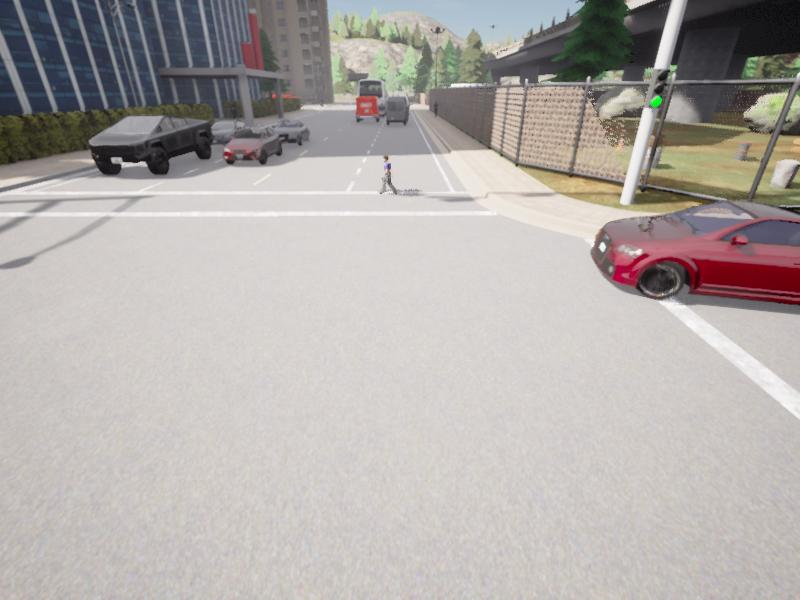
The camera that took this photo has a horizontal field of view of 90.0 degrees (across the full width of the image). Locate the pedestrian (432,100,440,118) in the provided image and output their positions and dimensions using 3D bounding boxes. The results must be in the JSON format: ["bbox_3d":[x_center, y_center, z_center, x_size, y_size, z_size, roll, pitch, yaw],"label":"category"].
[{"bbox_3d":[4.291,-22.787,47.713,0.751,1.860,0.751,3,28,6],"label":"pedestrian"}]

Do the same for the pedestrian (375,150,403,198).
[{"bbox_3d":[-0.336,-3.979,12.591,0.751,1.300,0.751,4,28,8],"label":"pedestrian"}]

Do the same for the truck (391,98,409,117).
[{"bbox_3d":[0.030,-26.750,55.437,2.390,2.098,6.274,0,28,0],"label":"truck"}]

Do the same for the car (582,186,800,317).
[{"bbox_3d":[5.614,-0.892,6.750,4.181,1.385,1.994,7,28,12],"label":"car"}]

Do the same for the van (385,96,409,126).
[{"bbox_3d":[-0.241,-19.180,40.448,1.988,2.561,5.915,2,28,3],"label":"van"}]

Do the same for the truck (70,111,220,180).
[{"bbox_3d":[-10.484,-6.914,17.411,2.390,2.098,6.274,0,28,0],"label":"truck"}]

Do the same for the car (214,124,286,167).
[{"bbox_3d":[-6.982,-7.468,19.147,1.816,1.474,4.193,0,28,0],"label":"car"}]

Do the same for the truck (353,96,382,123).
[{"bbox_3d":[-3.474,-20.922,43.856,2.627,2.467,5.204,0,27,0],"label":"truck"}]

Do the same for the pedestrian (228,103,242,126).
[{"bbox_3d":[-15.161,-17.086,36.790,0.751,1.860,0.751,0,28,-1],"label":"pedestrian"}]

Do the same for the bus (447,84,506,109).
[{"bbox_3d":[14.608,-39.426,77.517,10.273,4.253,3.944,0,28,0],"label":"bus"}]

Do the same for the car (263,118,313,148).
[{"bbox_3d":[-6.989,-10.658,25.378,1.994,1.385,4.181,0,28,-1],"label":"car"}]

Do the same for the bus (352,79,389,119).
[{"bbox_3d":[-3.592,-26.145,51.949,3.944,4.253,10.273,0,27,0],"label":"bus"}]

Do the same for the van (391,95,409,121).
[{"bbox_3d":[0.031,-23.052,47.872,1.988,2.561,5.915,0,28,0],"label":"van"}]

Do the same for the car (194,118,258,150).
[{"bbox_3d":[-10.480,-10.259,24.532,1.812,1.442,4.674,0,28,0],"label":"car"}]

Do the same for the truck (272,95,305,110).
[{"bbox_3d":[-20.782,-36.984,74.779,5.204,2.467,2.627,0,28,0],"label":"truck"}]
